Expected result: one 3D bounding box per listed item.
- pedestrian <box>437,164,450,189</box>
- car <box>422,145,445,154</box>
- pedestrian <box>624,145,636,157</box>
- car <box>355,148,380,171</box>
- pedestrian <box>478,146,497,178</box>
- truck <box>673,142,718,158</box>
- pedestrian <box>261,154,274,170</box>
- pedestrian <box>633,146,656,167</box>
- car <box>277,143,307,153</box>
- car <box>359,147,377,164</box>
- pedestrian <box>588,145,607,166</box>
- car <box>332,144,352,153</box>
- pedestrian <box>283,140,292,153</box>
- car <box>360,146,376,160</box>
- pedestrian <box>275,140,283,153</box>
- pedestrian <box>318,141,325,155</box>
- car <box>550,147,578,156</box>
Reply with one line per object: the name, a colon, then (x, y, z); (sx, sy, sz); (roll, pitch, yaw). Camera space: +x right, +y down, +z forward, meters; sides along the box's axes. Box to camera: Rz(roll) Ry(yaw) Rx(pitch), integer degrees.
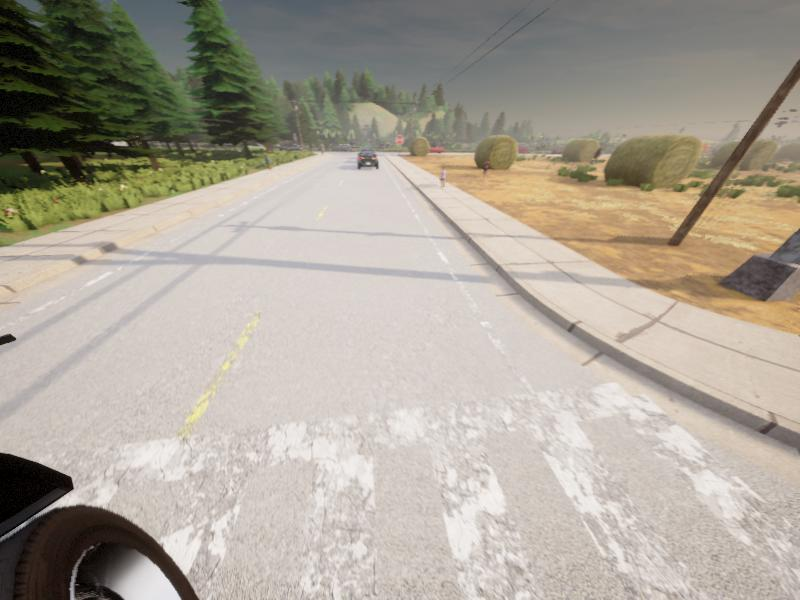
pedestrian: (2.285, -6.459, 12.133); (0.500, 1.100, 0.500); (2, 35, 2)
car: (6.997, -31.869, 48.804); (4.514, 1.525, 2.007); (-2, 35, -3)
pedestrian: (42.183, -27.328, 42.360); (0.751, 1.860, 0.751); (29, 44, 34)
car: (-3.106, -13.720, 22.443); (2.038, 1.542, 4.974); (-3, 35, -6)
pedestrian: (6.062, -9.611, 16.062); (0.751, 1.860, 0.751); (7, 35, 9)
truck: (62.392, -31.767, 48.905); (5.204, 2.467, 2.627); (0, 35, -5)
pedestrian: (-10.603, -11.085, 18.552); (0.500, 1.100, 0.500); (-1, 35, -3)
pedestrian: (26.262, -15.406, 24.822); (0.751, 1.860, 0.751); (-13, 37, -20)
car: (-20.605, -29.101, 44.244); (4.514, 1.525, 2.007); (0, 35, -2)
car: (-3.861, -17.569, 27.980); (1.882, 1.535, 5.008); (-3, 35, -6)
pedestrian: (21.897, -16.045, 25.656); (0.751, 1.860, 0.751); (7, 35, 9)
car: (-11.922, -31.341, 47.703); (3.806, 1.475, 1.970); (-2, 35, -3)
pedestrian: (-19.818, -27.144, 40.829); (0.751, 1.860, 0.751); (9, 36, 12)
car: (-4.638, -21.490, 33.637); (2.007, 1.525, 4.514); (-3, 35, -6)
pedestrian: (-21.466, -27.190, 40.861); (0.751, 1.860, 0.751); (-14, 37, -20)
pedestrian: (-12.367, -23.987, 36.483); (0.751, 1.860, 0.751); (-11, 36, -16)
car: (33.664, -30.566, 47.511); (4.193, 1.474, 1.816); (-2, 35, -3)
